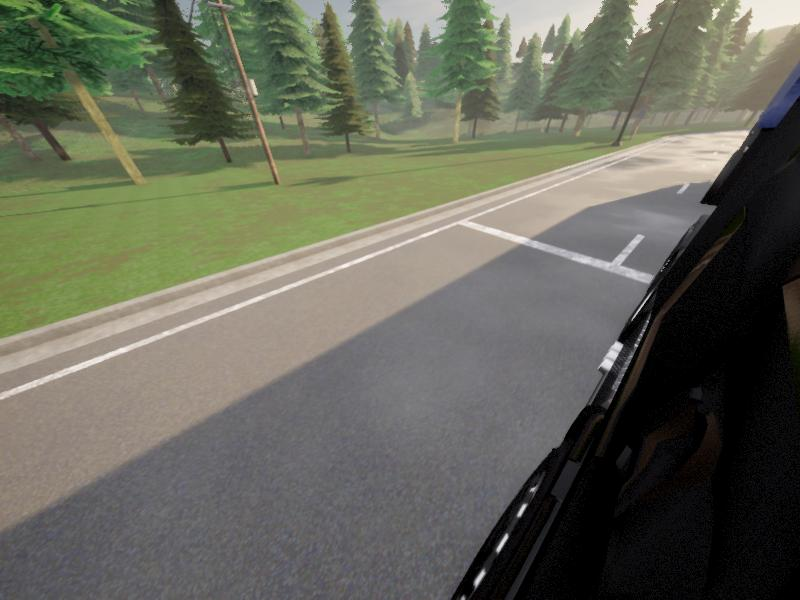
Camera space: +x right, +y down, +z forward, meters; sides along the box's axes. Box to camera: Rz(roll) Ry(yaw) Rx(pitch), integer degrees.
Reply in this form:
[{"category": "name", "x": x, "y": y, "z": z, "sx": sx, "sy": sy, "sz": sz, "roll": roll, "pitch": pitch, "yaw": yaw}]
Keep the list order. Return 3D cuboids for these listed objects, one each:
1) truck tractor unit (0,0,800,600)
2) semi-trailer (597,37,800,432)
[{"category": "truck tractor unit", "x": 2.645, "y": -0.295, "z": 0.351, "sx": 6.516, "sy": 4.208, "sz": 3.053, "roll": -28, "pitch": 44, "yaw": -30}, {"category": "semi-trailer", "x": 8.727, "y": -3.590, "z": 4.193, "sx": 14.254, "sy": 4.402, "sz": 2.717, "roll": -28, "pitch": 44, "yaw": -29}]
